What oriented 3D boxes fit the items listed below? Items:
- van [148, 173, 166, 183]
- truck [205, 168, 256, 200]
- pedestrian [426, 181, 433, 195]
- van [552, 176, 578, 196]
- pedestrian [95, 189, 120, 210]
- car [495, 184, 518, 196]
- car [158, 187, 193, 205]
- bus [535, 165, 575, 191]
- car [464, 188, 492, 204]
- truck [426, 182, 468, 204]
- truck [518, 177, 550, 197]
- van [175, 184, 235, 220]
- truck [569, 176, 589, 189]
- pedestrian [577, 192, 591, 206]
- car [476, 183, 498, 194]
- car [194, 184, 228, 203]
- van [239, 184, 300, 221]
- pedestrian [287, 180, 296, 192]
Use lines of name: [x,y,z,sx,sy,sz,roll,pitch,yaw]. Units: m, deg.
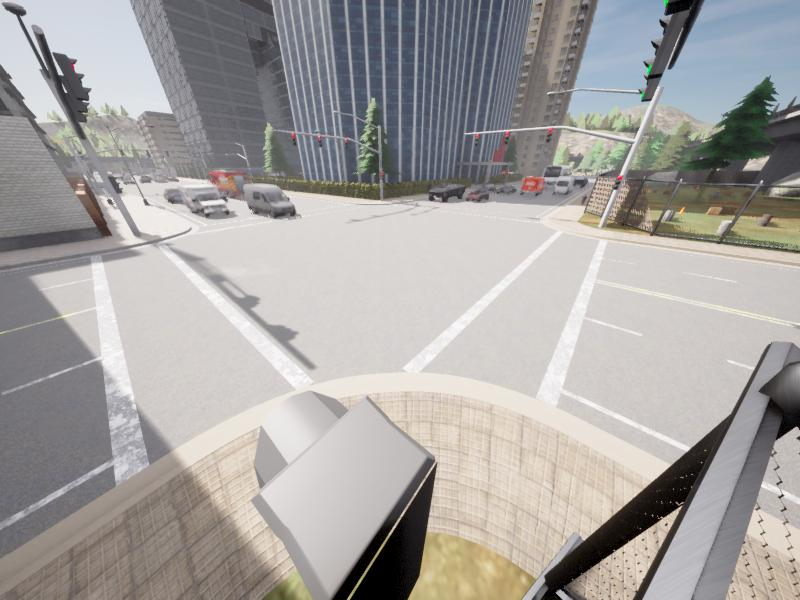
van: [-72.336,-36.478,68.750,6.366,2.431,2.351,23,37,34]
truck: [-25.330,-17.457,34.416,8.468,3.827,2.891,23,37,34]
pedestrian: [4.645,-17.453,35.912,0.751,1.860,0.751,14,33,23]
van: [26.797,-18.578,37.534,1.988,2.561,5.915,23,37,34]
pedestrian: [-29.741,-10.240,23.528,0.751,1.860,0.751,-15,33,-24]
car: [17.311,-17.864,37.467,1.994,1.385,4.181,23,37,34]
car: [-28.658,-13.331,29.470,4.856,1.649,2.033,22,37,34]
bus: [31.686,-25.046,47.042,3.944,4.253,10.273,23,38,34]
car: [10.163,-13.647,30.058,1.816,1.474,4.193,23,37,34]
truck: [6.327,-14.354,30.659,2.390,2.098,6.274,23,37,34]
truck: [21.240,-17.978,36.540,2.627,2.467,5.204,23,36,34]
van: [-18.614,-9.483,22.004,6.366,2.431,2.351,23,37,34]
truck: [38.990,-25.660,50.239,2.390,2.098,6.274,23,37,34]
pedestrian: [20.274,-11.092,25.453,0.751,1.300,0.751,-25,38,-36]
car: [15.108,-19.307,39.891,1.812,1.442,4.674,23,37,34]
car: [-25.374,-14.353,30.974,4.605,1.855,1.932,24,38,33]
van: [-12.074,-9.169,21.348,5.915,2.561,1.988,21,36,32]
pedestrian: [-18.573,-19.580,39.706,0.751,1.860,0.751,16,34,25]
